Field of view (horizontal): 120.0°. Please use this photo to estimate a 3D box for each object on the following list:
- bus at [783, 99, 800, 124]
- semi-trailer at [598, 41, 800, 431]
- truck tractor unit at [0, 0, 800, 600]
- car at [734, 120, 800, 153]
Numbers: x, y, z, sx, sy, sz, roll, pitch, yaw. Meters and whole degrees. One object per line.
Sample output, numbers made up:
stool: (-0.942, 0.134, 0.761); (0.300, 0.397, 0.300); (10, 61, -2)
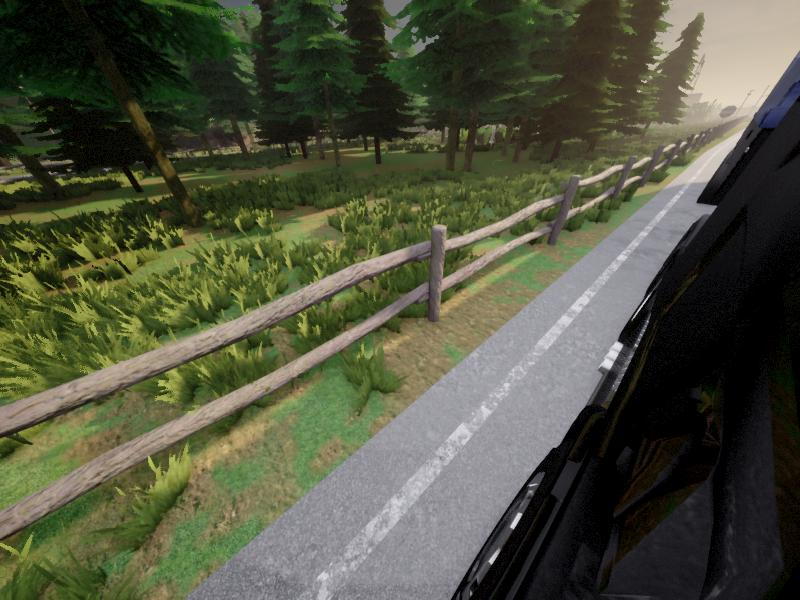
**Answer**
bus: (74.103, -34.496, 41.466); (10.273, 4.253, 3.944); (-27, 43, -29)
semi-trailer: (8.687, -3.615, 4.235); (14.254, 4.402, 2.717); (-28, 44, -30)
truck tractor unit: (2.645, -0.295, 0.351); (6.516, 4.208, 3.053); (-28, 44, -30)
car: (25.087, -11.121, 15.637); (4.902, 1.511, 2.128); (-27, 43, -29)
